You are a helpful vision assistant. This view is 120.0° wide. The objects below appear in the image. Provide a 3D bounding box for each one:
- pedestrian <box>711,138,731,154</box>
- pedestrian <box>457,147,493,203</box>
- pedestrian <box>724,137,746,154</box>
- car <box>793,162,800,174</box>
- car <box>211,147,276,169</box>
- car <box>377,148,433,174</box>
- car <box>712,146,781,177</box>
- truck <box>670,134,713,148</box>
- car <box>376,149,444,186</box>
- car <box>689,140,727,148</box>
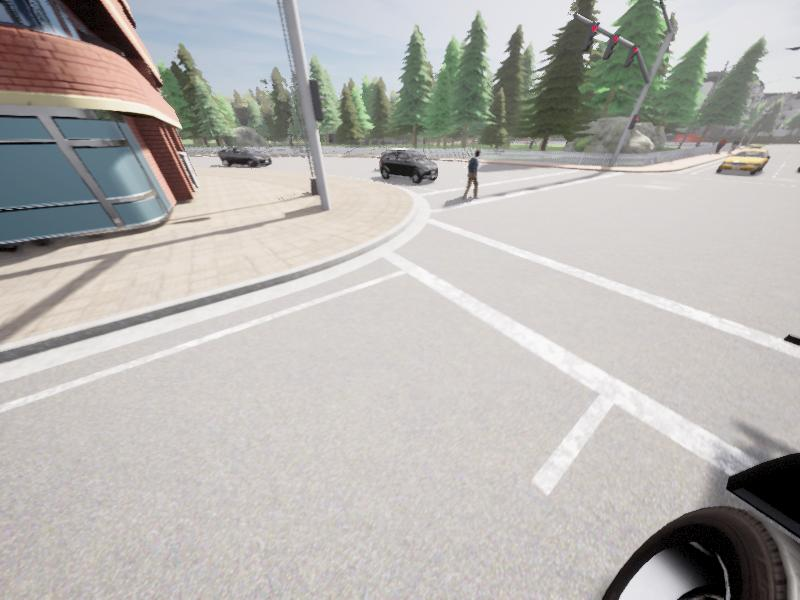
[{"bbox_3d":[43.311,-20.796,31.181,0.751,1.860,0.751,-21,40,-27],"label":"pedestrian"},{"bbox_3d":[2.909,-4.947,9.150,0.751,1.860,0.751,-19,39,-25],"label":"pedestrian"},{"bbox_3d":[45.747,-21.086,31.574,0.751,1.860,0.751,-17,38,-22],"label":"pedestrian"},{"bbox_3d":[31.071,-10.085,16.713,4.792,1.488,2.163,-22,41,-28],"label":"car"},{"bbox_3d":[-14.098,-12.981,20.981,4.514,1.525,2.007,9,36,12],"label":"car"},{"bbox_3d":[0.354,-10.794,17.829,3.806,1.475,1.970,24,42,30],"label":"car"},{"bbox_3d":[25.305,-10.212,16.845,5.366,1.575,1.801,-21,40,-27],"label":"car"},{"bbox_3d":[67.287,-36.794,53.472,2.627,2.467,5.204,-21,40,-27],"label":"truck"},{"bbox_3d":[0.501,-8.046,13.866,3.705,1.549,1.789,28,44,34],"label":"car"},{"bbox_3d":[71.485,-36.389,53.761,2.128,1.511,4.902,-21,40,-27],"label":"car"}]
